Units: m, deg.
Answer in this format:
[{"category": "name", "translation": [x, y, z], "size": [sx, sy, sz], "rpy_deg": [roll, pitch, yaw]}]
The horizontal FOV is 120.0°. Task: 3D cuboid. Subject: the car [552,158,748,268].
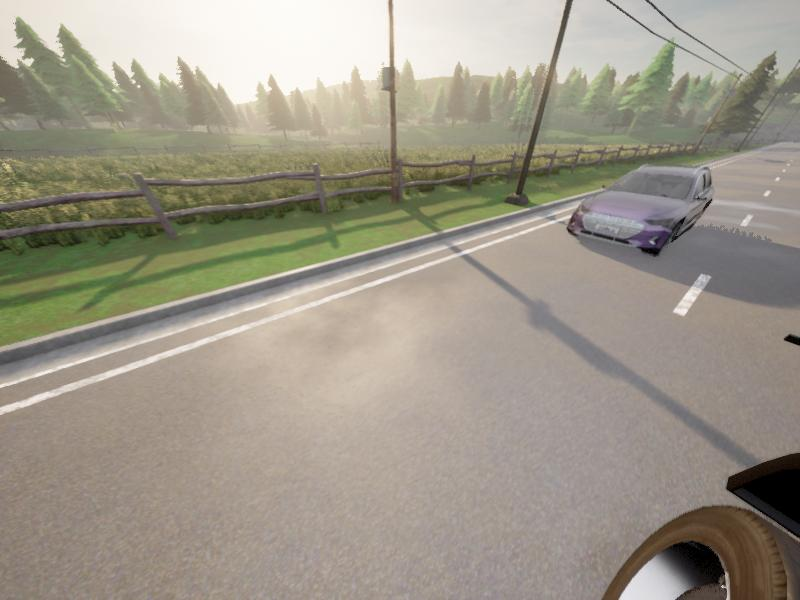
[{"category": "car", "translation": [6.631, -2.627, 6.151], "size": [4.856, 1.649, 2.033], "rpy_deg": [-22, 41, -28]}]
